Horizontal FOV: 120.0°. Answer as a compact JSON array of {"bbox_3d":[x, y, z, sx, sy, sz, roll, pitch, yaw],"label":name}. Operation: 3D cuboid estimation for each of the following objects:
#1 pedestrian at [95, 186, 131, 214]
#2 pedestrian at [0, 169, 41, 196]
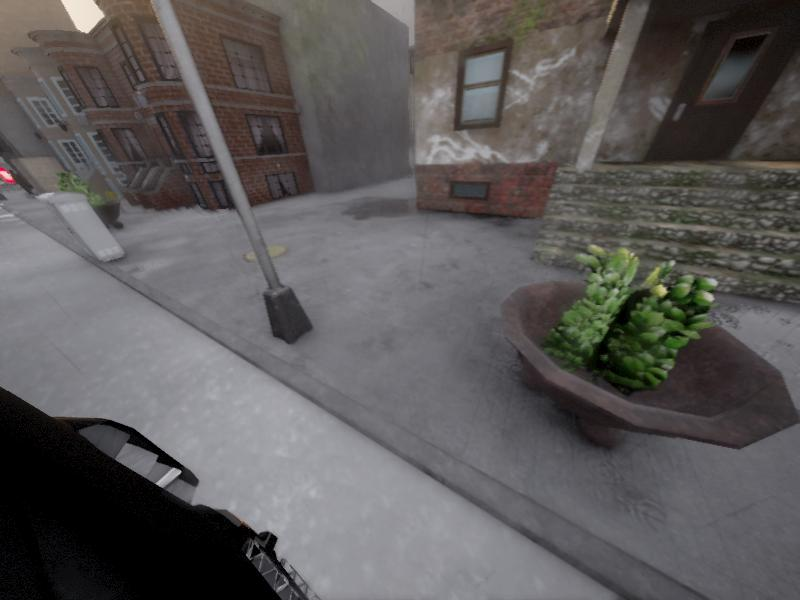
[{"bbox_3d":[-13.256,-4.645,10.703,0.500,1.100,0.500,14,37,24],"label":"pedestrian"},{"bbox_3d":[-30.286,-9.387,18.465,0.751,1.860,0.751,9,36,17],"label":"pedestrian"}]
